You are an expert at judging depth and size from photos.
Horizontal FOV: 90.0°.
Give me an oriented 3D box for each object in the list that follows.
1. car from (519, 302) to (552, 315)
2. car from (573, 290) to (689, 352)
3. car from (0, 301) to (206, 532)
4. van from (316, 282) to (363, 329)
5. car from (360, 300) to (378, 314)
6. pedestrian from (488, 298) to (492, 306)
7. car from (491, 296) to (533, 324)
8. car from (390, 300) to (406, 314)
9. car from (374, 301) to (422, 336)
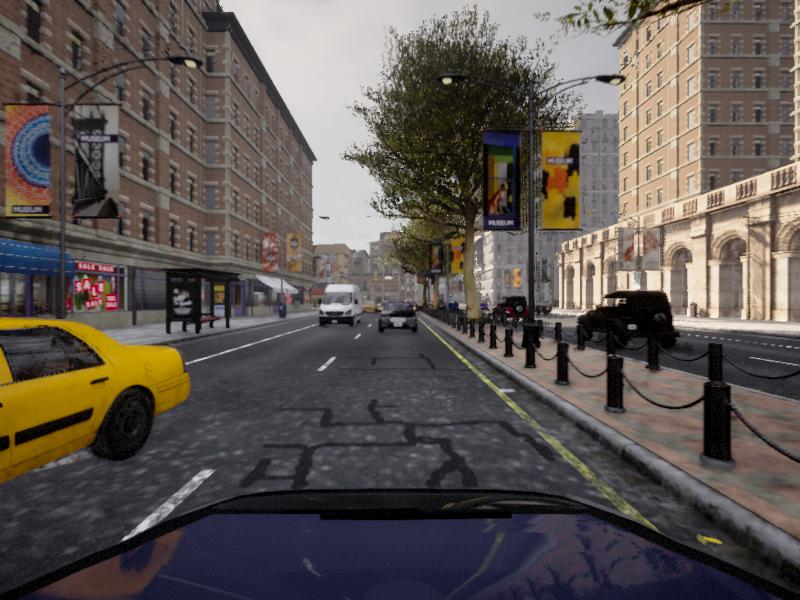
[{"bbox_3d":[14.559,0.927,43.162,1.895,1.301,4.718,0,0,0],"label":"car"},{"bbox_3d":[7.927,0.642,14.219,1.905,1.878,3.866,0,0,0],"label":"car"},{"bbox_3d":[-3.636,0.801,2.722,1.801,1.575,5.366,0,0,3],"label":"car"},{"bbox_3d":[-3.607,0.315,24.926,1.988,2.561,5.915,0,0,0],"label":"van"},{"bbox_3d":[-3.712,0.788,48.581,1.801,1.575,5.366,0,0,0],"label":"car"},{"bbox_3d":[21.079,0.460,93.545,0.751,1.860,0.751,0,0,-35],"label":"pedestrian"},{"bbox_3d":[7.875,0.639,28.575,1.905,1.878,3.866,0,0,0],"label":"car"},{"bbox_3d":[-0.209,0.775,47.306,1.851,1.617,3.988,0,0,0],"label":"car"},{"bbox_3d":[-0.090,0.830,20.291,2.128,1.511,4.902,0,0,0],"label":"car"}]
